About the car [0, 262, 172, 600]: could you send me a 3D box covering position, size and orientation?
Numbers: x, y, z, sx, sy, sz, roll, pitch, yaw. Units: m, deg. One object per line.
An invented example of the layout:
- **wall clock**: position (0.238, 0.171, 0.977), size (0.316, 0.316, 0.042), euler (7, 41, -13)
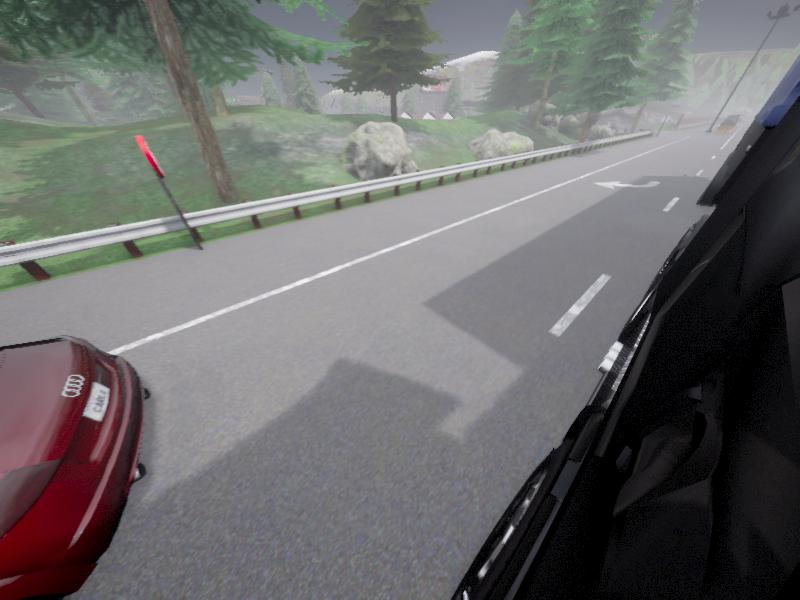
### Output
- **car**: position (-3.740, 1.526, 0.662), size (4.181, 1.385, 1.994), euler (-28, 44, -30)

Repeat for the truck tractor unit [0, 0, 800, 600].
- **truck tractor unit**: position (2.645, -0.295, 0.351), size (6.516, 4.208, 3.053), euler (-28, 44, -30)

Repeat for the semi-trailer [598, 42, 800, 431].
- **semi-trailer**: position (8.710, -3.582, 4.239), size (14.254, 4.402, 2.717), euler (-28, 44, -30)
